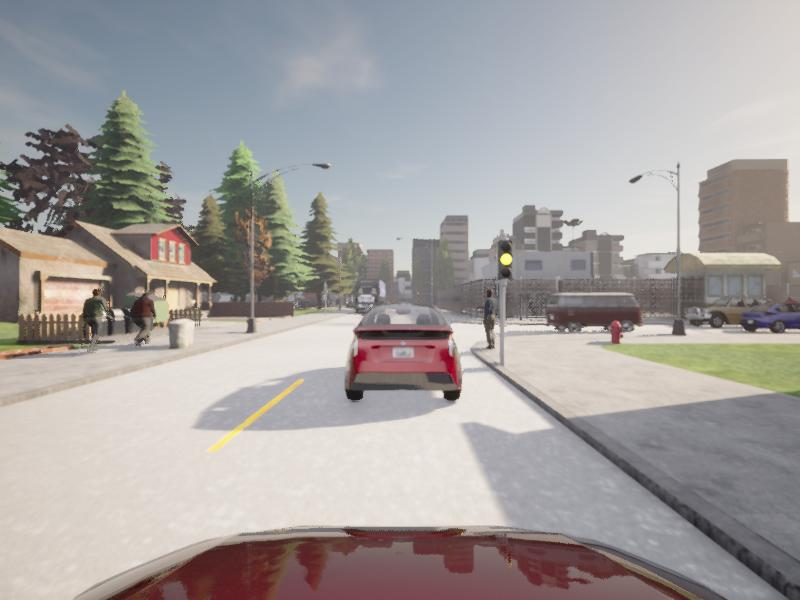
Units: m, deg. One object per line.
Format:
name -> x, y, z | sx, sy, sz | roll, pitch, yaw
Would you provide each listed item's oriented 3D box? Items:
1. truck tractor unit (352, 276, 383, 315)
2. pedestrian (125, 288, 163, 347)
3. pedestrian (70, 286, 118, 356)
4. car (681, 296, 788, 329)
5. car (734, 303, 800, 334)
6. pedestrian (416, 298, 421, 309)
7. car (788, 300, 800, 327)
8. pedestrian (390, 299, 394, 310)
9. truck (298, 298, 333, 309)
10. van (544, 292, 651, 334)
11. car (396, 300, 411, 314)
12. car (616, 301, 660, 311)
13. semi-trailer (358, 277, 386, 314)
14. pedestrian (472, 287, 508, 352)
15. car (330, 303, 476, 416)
truck tractor unit -> -3.654, -0.458, 46.780 | 3.053, 4.208, 6.516 | 0, 0, 1
pedestrian -> -8.318, 0.551, 13.024 | 0.751, 1.860, 0.751 | 0, 0, 3
pedestrian -> -8.392, 0.546, 11.002 | 0.751, 1.860, 0.751 | 0, 0, -3
car -> 19.644, 0.685, 23.654 | 4.605, 1.855, 1.932 | 0, 0, 2
car -> 19.397, 0.882, 19.791 | 4.193, 1.474, 1.816 | 0, 0, 0
pedestrian -> 3.289, 0.622, 71.589 | 0.751, 1.860, 0.751 | 0, 0, 31
car -> 26.422, 0.810, 23.686 | 4.856, 1.649, 2.033 | 0, 0, 1
pedestrian -> -1.337, 0.730, 67.748 | 0.751, 1.860, 0.751 | 0, 0, -1
truck -> -16.355, 0.648, 77.606 | 6.274, 2.098, 2.390 | 0, 0, 0
van -> 9.659, 0.626, 19.786 | 4.442, 1.987, 1.775 | 0, 0, -2
car -> 0.394, 0.857, 50.576 | 1.851, 1.617, 3.988 | 0, 0, 0
car -> 35.311, 0.899, 59.401 | 5.357, 1.415, 2.033 | 0, 0, 0
semi-trailer -> -3.556, -0.544, 54.694 | 2.717, 4.402, 14.254 | 0, 0, 1
pedestrian -> 2.697, 0.551, 11.988 | 0.751, 1.860, 0.751 | 0, 0, -42
car -> 0.060, 0.839, 7.758 | 2.007, 1.525, 4.514 | 0, 0, 0
